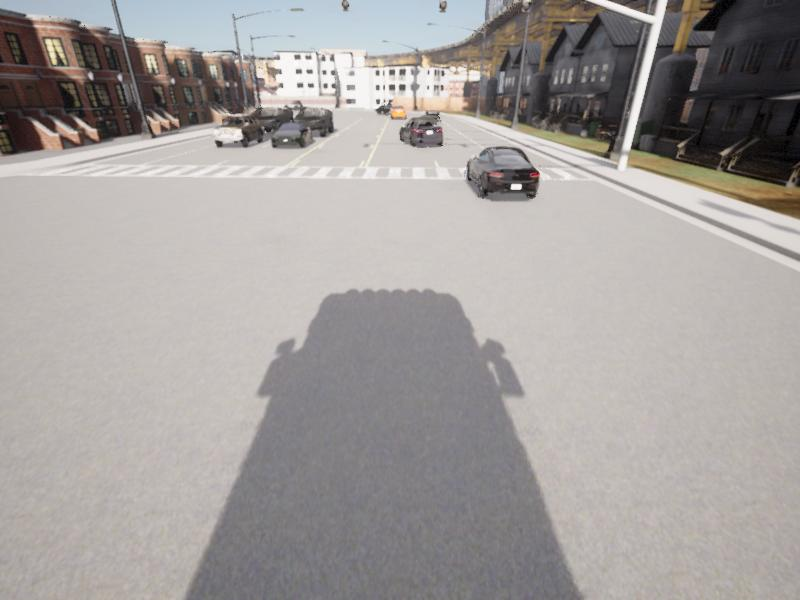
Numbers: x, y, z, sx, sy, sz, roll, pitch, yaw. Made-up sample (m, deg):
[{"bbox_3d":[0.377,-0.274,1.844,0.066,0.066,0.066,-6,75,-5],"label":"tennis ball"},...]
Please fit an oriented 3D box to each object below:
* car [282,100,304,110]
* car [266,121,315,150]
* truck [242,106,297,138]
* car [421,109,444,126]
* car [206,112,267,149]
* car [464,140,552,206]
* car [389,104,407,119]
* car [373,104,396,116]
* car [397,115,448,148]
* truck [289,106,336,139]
[{"bbox_3d":[-22.420,-40.888,83.886,3.866,1.878,1.905,6,28,12],"label":"car"},{"bbox_3d":[-6.947,-10.726,25.922,1.994,1.385,4.181,0,27,0],"label":"car"},{"bbox_3d":[-10.431,-14.669,32.761,2.390,2.098,6.274,0,27,0],"label":"truck"},{"bbox_3d":[3.591,-20.612,45.086,2.128,1.511,4.902,0,27,0],"label":"car"},{"bbox_3d":[-10.446,-11.060,25.983,1.932,1.855,4.605,0,27,0],"label":"car"},{"bbox_3d":[3.531,-4.616,14.053,1.812,1.442,4.674,0,27,0],"label":"car"},{"bbox_3d":[-0.306,-26.416,56.023,2.097,1.767,4.553,-2,27,-4],"label":"car"},{"bbox_3d":[-2.507,-30.685,64.588,1.882,1.535,5.008,-11,29,-21],"label":"car"},{"bbox_3d":[1.390,-11.517,27.205,2.242,1.667,4.611,-6,28,-12],"label":"car"},{"bbox_3d":[-6.931,-14.572,32.604,2.390,2.098,6.274,0,27,0],"label":"truck"}]
